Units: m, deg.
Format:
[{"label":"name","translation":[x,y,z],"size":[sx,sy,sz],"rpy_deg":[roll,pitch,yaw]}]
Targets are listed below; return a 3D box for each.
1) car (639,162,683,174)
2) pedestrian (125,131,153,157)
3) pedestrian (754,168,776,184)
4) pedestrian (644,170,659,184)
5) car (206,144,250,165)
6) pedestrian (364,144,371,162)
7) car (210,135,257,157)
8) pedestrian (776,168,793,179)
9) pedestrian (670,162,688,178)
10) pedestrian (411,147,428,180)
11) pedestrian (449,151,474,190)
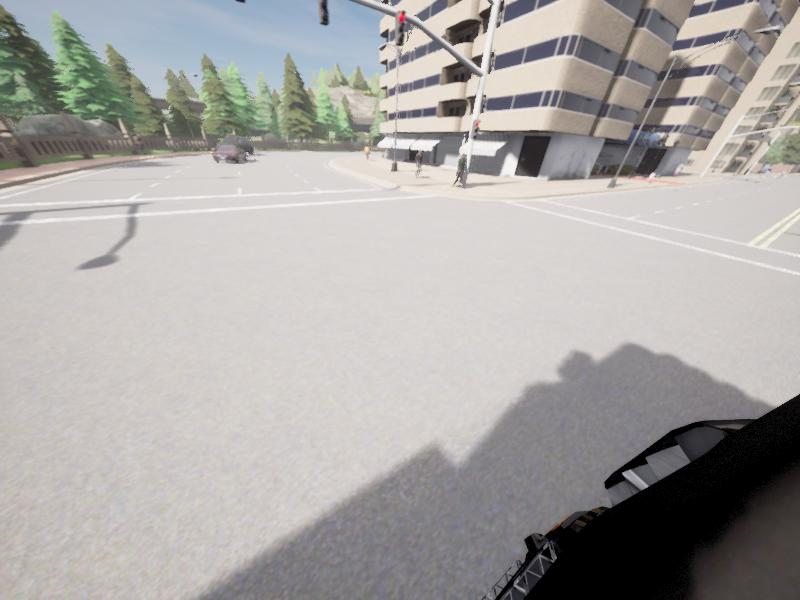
[{"label":"car","translation":[51.137,-26.014,45.420],"size":[1.801,1.575,5.366],"rpy_deg":[-16,39,-26]},{"label":"pedestrian","translation":[-23.258,-13.895,20.617],"size":[0.751,1.860,0.751],"rpy_deg":[-1,34,-7]},{"label":"pedestrian","translation":[50.432,-17.175,31.931],"size":[0.751,1.860,0.751],"rpy_deg":[-17,39,-27]},{"label":"pedestrian","translation":[24.516,-12.007,22.525],"size":[0.500,1.100,0.500],"rpy_deg":[-15,38,-25]},{"label":"car","translation":[-15.982,-13.816,21.789],"size":[1.812,1.442,4.674],"rpy_deg":[-7,35,-14]},{"label":"pedestrian","translation":[-4.132,-18.792,29.470],"size":[0.751,1.860,0.751],"rpy_deg":[0,34,-5]},{"label":"car","translation":[-21.265,-19.946,29.928],"size":[2.150,2.045,5.566],"rpy_deg":[2,34,-2]},{"label":"pedestrian","translation":[75.646,-24.900,45.489],"size":[0.751,1.860,0.751],"rpy_deg":[-11,37,-20]},{"label":"pedestrian","translation":[38.858,-18.162,32.173],"size":[0.751,1.860,0.751],"rpy_deg":[-17,39,-27]},{"label":"pedestrian","translation":[1.334,-9.510,16.125],"size":[0.751,1.860,0.751],"rpy_deg":[-16,38,-26]},{"label":"pedestrian","translation":[3.464,-7.399,13.201],"size":[0.751,1.860,0.751],"rpy_deg":[-16,39,-26]}]
